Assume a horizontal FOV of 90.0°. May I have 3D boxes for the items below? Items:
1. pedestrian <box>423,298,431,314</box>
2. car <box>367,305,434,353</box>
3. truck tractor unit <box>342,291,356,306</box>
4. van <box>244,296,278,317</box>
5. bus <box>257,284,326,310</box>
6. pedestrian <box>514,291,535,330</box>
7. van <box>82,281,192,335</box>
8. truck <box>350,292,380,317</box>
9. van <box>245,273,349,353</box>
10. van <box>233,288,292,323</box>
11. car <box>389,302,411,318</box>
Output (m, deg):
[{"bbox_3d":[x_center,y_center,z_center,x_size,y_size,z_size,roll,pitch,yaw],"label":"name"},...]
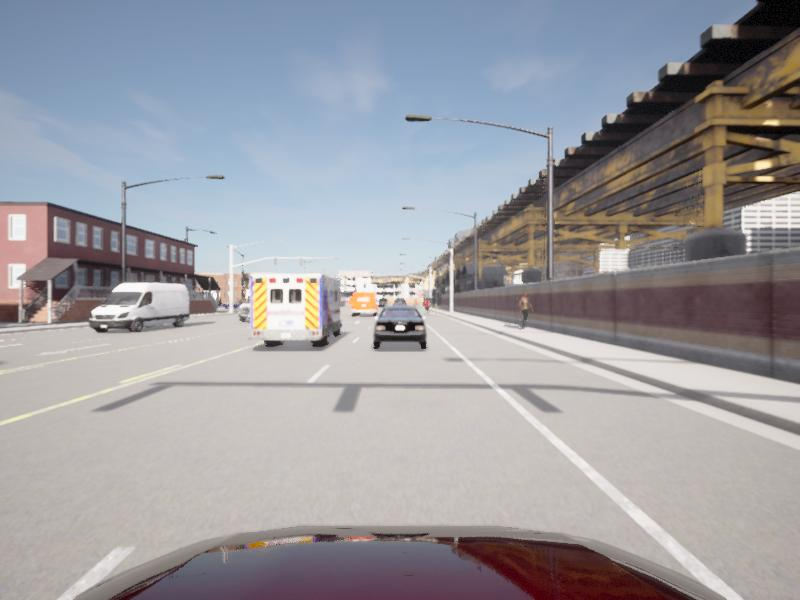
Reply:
[{"bbox_3d":[3.144,0.691,46.384,0.751,1.860,0.751,0,0,30],"label":"pedestrian"},{"bbox_3d":[0.003,0.912,14.827,2.033,1.411,5.357,0,0,0],"label":"car"},{"bbox_3d":[-14.123,-0.391,110.323,3.053,4.208,6.516,0,0,0],"label":"truck tractor unit"},{"bbox_3d":[-13.868,0.645,40.088,1.775,1.987,4.442,0,0,1],"label":"van"},{"bbox_3d":[-17.810,-0.461,66.173,10.273,4.253,3.944,0,0,0],"label":"bus"},{"bbox_3d":[6.025,0.507,19.363,0.751,1.860,0.751,0,0,-5],"label":"pedestrian"},{"bbox_3d":[-13.851,0.342,21.690,1.988,2.561,5.915,0,1,1],"label":"van"},{"bbox_3d":[-3.551,0.412,41.636,2.627,2.467,5.204,0,1,0],"label":"truck"},{"bbox_3d":[-3.548,0.395,15.375,2.351,2.431,6.366,0,0,0],"label":"van"},{"bbox_3d":[-10.501,0.413,31.226,2.351,2.431,6.366,0,0,0],"label":"van"},{"bbox_3d":[0.003,0.938,38.302,2.033,1.411,5.357,0,0,0],"label":"car"}]
